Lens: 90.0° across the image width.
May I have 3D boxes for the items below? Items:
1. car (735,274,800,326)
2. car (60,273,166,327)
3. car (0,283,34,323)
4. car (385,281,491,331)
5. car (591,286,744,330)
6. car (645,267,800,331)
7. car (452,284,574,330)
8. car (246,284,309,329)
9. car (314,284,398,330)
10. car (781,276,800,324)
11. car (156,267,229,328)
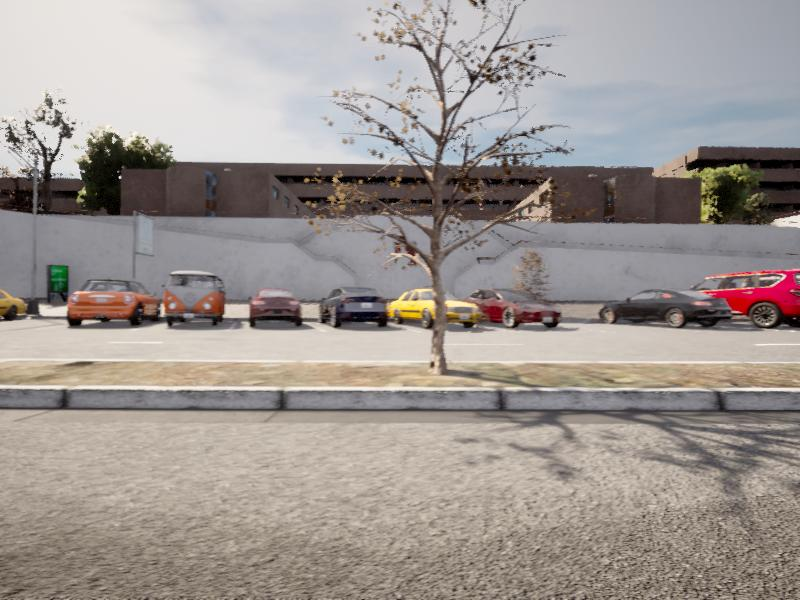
[{"bbox_3d":[16.064,0.004,15.455,1.878,1.987,4.442,0,-1,-20],"label":"car"},{"bbox_3d":[-10.834,0.037,15.551,2.185,1.767,4.553,1,-1,-20],"label":"car"},{"bbox_3d":[-16.745,0.096,15.409,1.946,1.575,5.366,1,-1,-20],"label":"car"},{"bbox_3d":[1.166,0.233,15.399,1.946,1.575,5.366,1,-1,-20],"label":"car"},{"bbox_3d":[10.051,0.285,15.561,2.002,1.452,4.674,0,-1,-20],"label":"car"},{"bbox_3d":[13.021,-0.010,15.592,2.435,2.045,5.566,0,-1,-20],"label":"car"},{"bbox_3d":[4.094,0.275,15.541,2.163,1.488,4.792,1,-1,-20],"label":"car"},{"bbox_3d":[-4.875,0.250,15.570,2.002,1.452,4.674,0,-1,-20],"label":"car"},{"bbox_3d":[-1.903,0.259,15.599,2.163,1.488,4.792,0,-1,-20],"label":"car"},{"bbox_3d":[19.018,-0.031,15.537,2.435,2.045,5.566,0,-1,-20],"label":"car"},{"bbox_3d":[-7.806,-0.036,15.472,1.878,1.987,4.442,1,-1,-20],"label":"car"}]
